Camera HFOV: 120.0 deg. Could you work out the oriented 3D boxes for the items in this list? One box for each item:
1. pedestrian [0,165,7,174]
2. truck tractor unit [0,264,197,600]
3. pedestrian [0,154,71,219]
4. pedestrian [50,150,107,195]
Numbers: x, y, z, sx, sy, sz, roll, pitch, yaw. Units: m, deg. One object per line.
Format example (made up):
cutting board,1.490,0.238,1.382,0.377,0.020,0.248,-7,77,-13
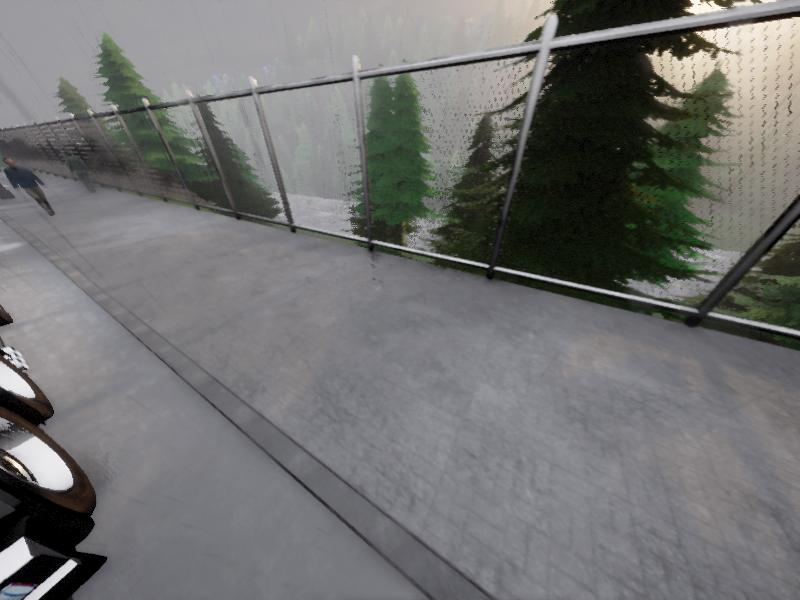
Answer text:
pedestrian,-35.151,-11.828,19.650,0.751,1.860,0.751,12,37,17
truck tractor unit,-5.123,-0.282,0.797,6.516,4.208,3.053,18,39,25
pedestrian,-12.685,-3.870,7.909,0.751,1.860,0.751,21,40,27
pedestrian,-15.965,-6.342,11.511,0.751,1.860,0.751,18,39,24
